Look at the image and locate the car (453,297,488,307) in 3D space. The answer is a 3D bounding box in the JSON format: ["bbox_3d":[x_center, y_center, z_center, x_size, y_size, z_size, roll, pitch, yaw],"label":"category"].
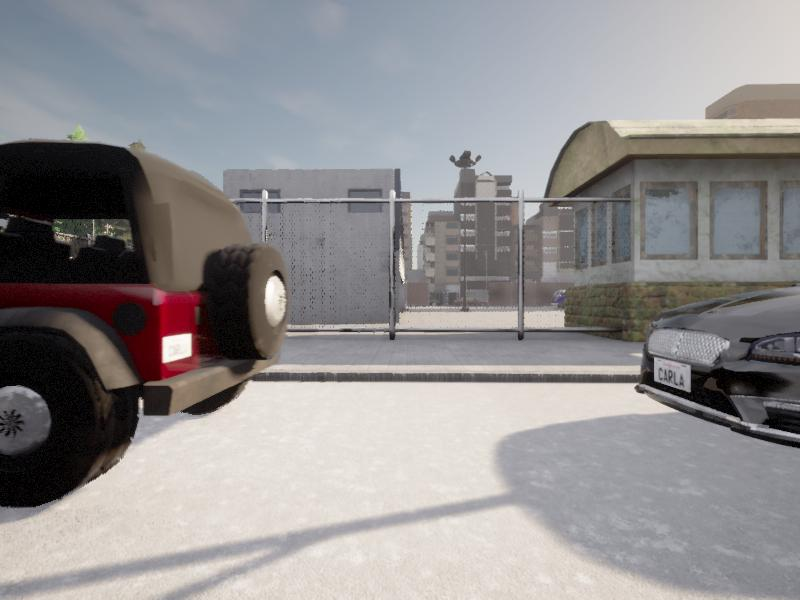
[{"bbox_3d":[9.808,0.270,56.091,4.674,1.442,1.812,0,0,1],"label":"car"}]

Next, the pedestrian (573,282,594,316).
[{"bbox_3d":[10.346,-0.064,22.595,0.751,1.860,0.751,0,0,-12],"label":"pedestrian"}]

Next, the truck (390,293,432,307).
[{"bbox_3d":[1.679,-0.058,60.291,6.274,2.098,2.390,0,0,1],"label":"truck"}]

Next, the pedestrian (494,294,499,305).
[{"bbox_3d":[15.318,-0.067,63.645,0.751,1.860,0.751,0,0,11],"label":"pedestrian"}]

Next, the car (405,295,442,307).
[{"bbox_3d":[3.273,0.171,56.275,5.238,1.638,1.930,0,0,2],"label":"car"}]

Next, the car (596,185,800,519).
[{"bbox_3d":[4.277,0.236,2.653,4.902,1.511,2.128,0,0,1],"label":"car"}]

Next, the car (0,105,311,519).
[{"bbox_3d":[-2.785,0.047,2.810,3.866,1.878,1.905,0,0,1],"label":"car"}]
